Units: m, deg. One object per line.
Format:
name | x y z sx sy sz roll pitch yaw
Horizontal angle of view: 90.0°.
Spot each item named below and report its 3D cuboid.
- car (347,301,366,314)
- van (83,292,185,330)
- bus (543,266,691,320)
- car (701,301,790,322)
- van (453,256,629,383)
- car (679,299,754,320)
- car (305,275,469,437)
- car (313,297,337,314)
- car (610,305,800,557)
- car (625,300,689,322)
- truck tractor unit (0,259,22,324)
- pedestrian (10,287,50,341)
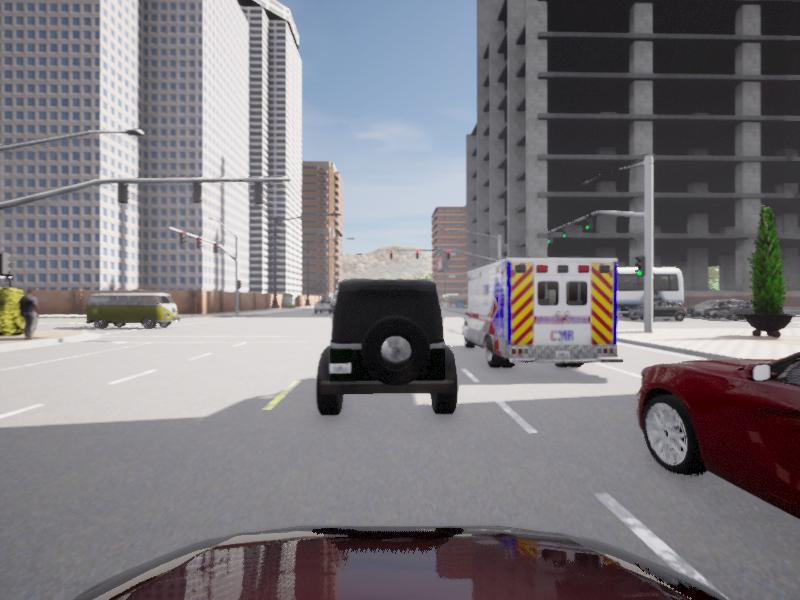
car | -5.192 0.846 47.995 1.970 1.475 3.806 0 0 -1
van | -14.643 0.596 22.204 4.442 1.987 1.775 0 0 -1
bus | 17.775 -0.539 33.415 10.273 4.253 3.944 0 0 -1
car | 26.008 0.832 30.245 4.902 1.511 2.128 0 0 -1
van | 3.148 0.377 10.874 2.351 2.431 6.366 0 0 -2
car | 26.628 0.747 33.764 4.611 1.667 2.242 -1 0 -2
car | -0.209 0.646 6.603 1.905 1.878 3.866 0 0 -2
car | -8.641 0.645 46.591 1.932 1.855 4.605 0 0 1
car | 3.432 0.823 2.120 1.882 1.535 5.008 0 0 -2
car | 19.239 0.811 30.073 3.705 1.549 1.789 0 0 -1
truck tractor unit | -28.919 -0.524 25.629 6.516 4.208 3.053 0 0 1
pedestrian | -13.273 0.482 14.372 0.751 1.860 0.751 0 0 10
